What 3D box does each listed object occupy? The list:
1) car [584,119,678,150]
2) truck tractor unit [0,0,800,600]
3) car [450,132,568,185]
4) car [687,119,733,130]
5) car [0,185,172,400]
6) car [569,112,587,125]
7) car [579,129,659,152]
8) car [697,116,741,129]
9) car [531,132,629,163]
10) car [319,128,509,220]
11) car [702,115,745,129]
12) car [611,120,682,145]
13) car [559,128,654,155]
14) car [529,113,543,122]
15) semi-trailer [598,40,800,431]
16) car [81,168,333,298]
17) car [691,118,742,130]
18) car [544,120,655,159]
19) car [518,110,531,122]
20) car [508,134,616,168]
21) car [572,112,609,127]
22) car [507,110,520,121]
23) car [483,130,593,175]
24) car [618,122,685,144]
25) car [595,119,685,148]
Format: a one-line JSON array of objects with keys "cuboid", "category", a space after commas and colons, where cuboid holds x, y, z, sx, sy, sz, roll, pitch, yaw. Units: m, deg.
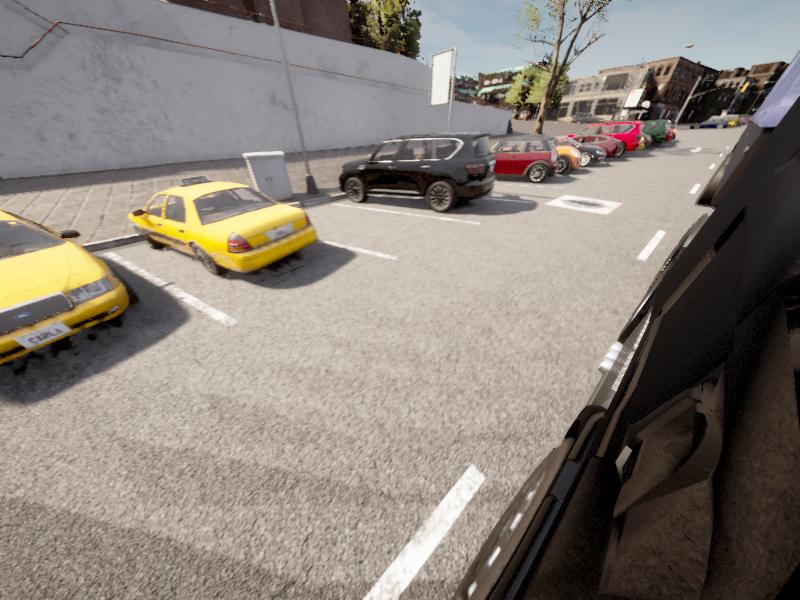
[{"cuboid": [21.054, -15.357, 21.544, 5.566, 2.045, 2.435, 17, 41, 25], "category": "car"}, {"cuboid": [2.645, -0.295, 0.351, 6.516, 4.208, 3.053, -28, 44, -30], "category": "truck tractor unit"}, {"cuboid": [5.011, -6.798, 11.043, 4.553, 1.767, 2.185, 17, 41, 25], "category": "car"}, {"cuboid": [58.399, -33.155, 43.672, 4.792, 1.488, 2.163, 21, 42, 29], "category": "car"}, {"cuboid": [-6.326, -0.582, 3.547, 5.366, 1.575, 1.946, 17, 40, 25], "category": "car"}, {"cuboid": [38.715, -39.555, 50.436, 2.435, 2.045, 5.566, 22, 42, 22], "category": "car"}, {"cuboid": [18.785, -13.910, 20.195, 4.674, 1.452, 2.002, 17, 41, 25], "category": "car"}, {"cuboid": [63.414, -35.360, 46.099, 4.553, 1.767, 2.185, 21, 42, 30], "category": "car"}, {"cuboid": [11.853, -10.312, 15.679, 4.792, 1.488, 2.163, 17, 41, 25], "category": "car"}, {"cuboid": [0.358, -4.487, 7.984, 5.566, 2.045, 2.435, 17, 41, 25], "category": "car"}, {"cuboid": [66.034, -36.465, 47.273, 4.442, 1.987, 1.878, 21, 42, 30], "category": "car"}, {"cuboid": [25.820, -17.696, 24.497, 4.442, 1.987, 1.878, 17, 40, 26], "category": "car"}, {"cuboid": [16.316, -12.792, 18.746, 5.366, 1.575, 1.946, 17, 41, 25], "category": "car"}, {"cuboid": [32.918, -43.985, 55.802, 2.231, 1.521, 4.892, 22, 42, 22], "category": "car"}, {"cuboid": [8.693, -3.586, 4.267, 14.254, 4.402, 2.717, -28, 43, -30], "category": "semi-trailer"}, {"cuboid": [-4.356, -1.895, 5.200, 5.366, 1.575, 1.946, 17, 41, 25], "category": "car"}, {"cuboid": [61.100, -34.114, 44.745, 5.366, 1.575, 1.946, 21, 42, 29], "category": "car"}, {"cuboid": [14.141, -11.746, 17.025, 5.566, 2.045, 2.435, 17, 41, 25], "category": "car"}, {"cuboid": [30.961, -45.651, 57.325, 1.878, 1.987, 4.442, 23, 42, 21], "category": "car"}, {"cuboid": [9.580, -9.127, 14.152, 4.892, 1.521, 2.231, 17, 40, 25], "category": "car"}, {"cuboid": [35.288, -33.555, 42.972, 1.932, 1.855, 4.605, -26, 48, -31], "category": "car"}, {"cuboid": [29.033, -47.201, 59.072, 1.878, 1.987, 4.442, 23, 42, 21], "category": "car"}, {"cuboid": [7.255, -8.028, 12.581, 4.553, 1.767, 2.185, 17, 40, 25], "category": "car"}, {"cuboid": [28.085, -18.823, 26.072, 4.553, 1.767, 2.185, 18, 41, 26], "category": "car"}, {"cuboid": [23.423, -16.546, 23.026, 5.566, 2.045, 2.435, 17, 40, 26], "category": "car"}]
